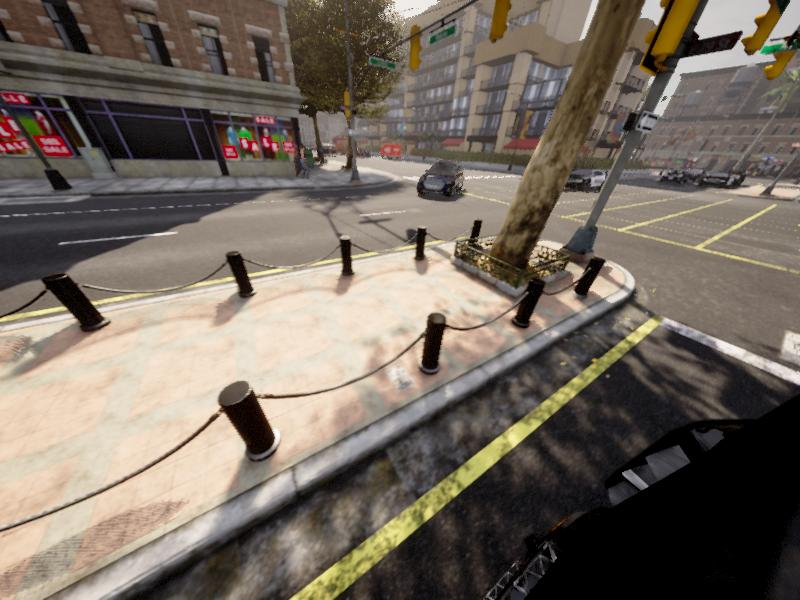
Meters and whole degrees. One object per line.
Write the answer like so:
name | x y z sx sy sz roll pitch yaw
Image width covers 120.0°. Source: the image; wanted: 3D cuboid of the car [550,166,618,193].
car | 14.520 -9.585 18.220 4.974 1.542 2.038 -16 38 -27

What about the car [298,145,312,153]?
car | -25.076 -39.899 60.906 2.152 1.651 5.027 -17 38 -27

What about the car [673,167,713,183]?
car | 39.970 -17.093 31.505 5.238 1.638 1.930 -16 38 -27

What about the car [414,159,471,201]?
car | 2.642 -7.280 13.694 2.033 1.649 4.856 16 35 16

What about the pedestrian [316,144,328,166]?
pedestrian | -8.076 -14.917 23.813 0.751 1.860 0.751 -17 38 -28

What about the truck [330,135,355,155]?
truck | -14.176 -38.096 56.811 2.891 3.827 8.468 -17 38 -27

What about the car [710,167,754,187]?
car | 41.239 -15.310 28.704 4.605 1.855 1.932 -16 38 -27

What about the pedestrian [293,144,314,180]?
pedestrian | -6.065 -8.674 14.561 0.751 1.860 0.751 -20 40 -30

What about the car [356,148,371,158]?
car | -7.693 -30.926 48.587 1.789 1.549 3.705 -17 38 -27

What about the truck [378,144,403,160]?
truck | -2.025 -29.669 46.320 2.627 2.467 5.204 -17 38 -27

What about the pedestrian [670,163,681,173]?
pedestrian | 64.811 -31.070 54.355 0.751 1.860 0.751 -15 38 -25

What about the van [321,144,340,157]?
van | -13.711 -29.389 45.345 2.069 2.038 4.480 -17 38 -27

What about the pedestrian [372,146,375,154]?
pedestrian | -7.266 -41.091 63.355 0.751 1.860 0.751 -13 37 -23

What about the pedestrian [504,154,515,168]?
pedestrian | 16.999 -21.584 35.900 0.751 1.860 0.751 -17 39 -28

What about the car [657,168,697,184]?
car | 34.231 -15.341 28.547 3.806 1.475 1.970 -16 38 -27

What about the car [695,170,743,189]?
car | 35.871 -13.594 25.996 4.974 1.542 2.038 -16 38 -27

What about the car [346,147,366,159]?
car | -8.366 -27.932 43.799 2.097 1.767 4.553 -17 38 -27
